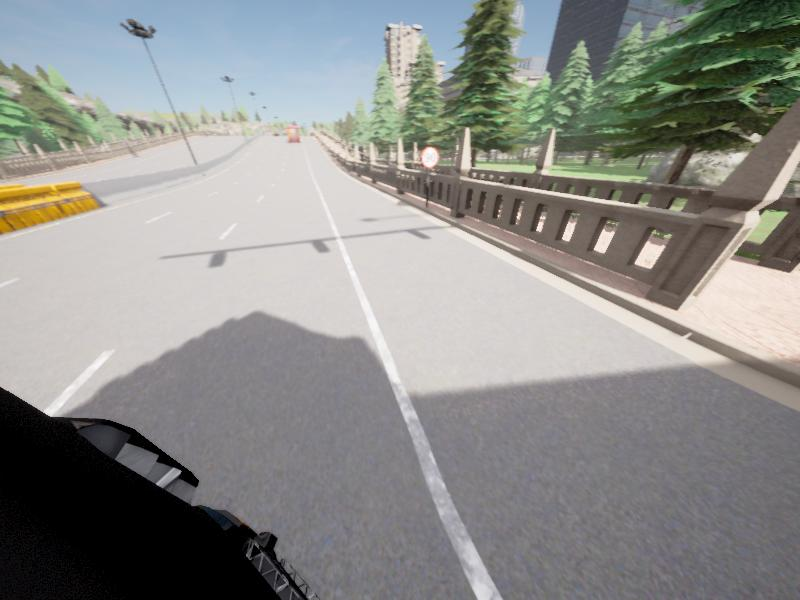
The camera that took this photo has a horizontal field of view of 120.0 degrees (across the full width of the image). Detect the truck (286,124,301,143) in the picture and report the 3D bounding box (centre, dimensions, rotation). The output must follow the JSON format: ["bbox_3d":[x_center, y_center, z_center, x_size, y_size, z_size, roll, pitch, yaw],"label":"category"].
[{"bbox_3d":[-29.279,-45.986,63.581,2.891,3.827,8.468,-12,41,-16],"label":"truck"}]

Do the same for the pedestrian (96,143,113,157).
[{"bbox_3d":[-47.265,-24.076,36.980,0.751,1.860,0.751,-12,34,-16],"label":"pedestrian"}]
